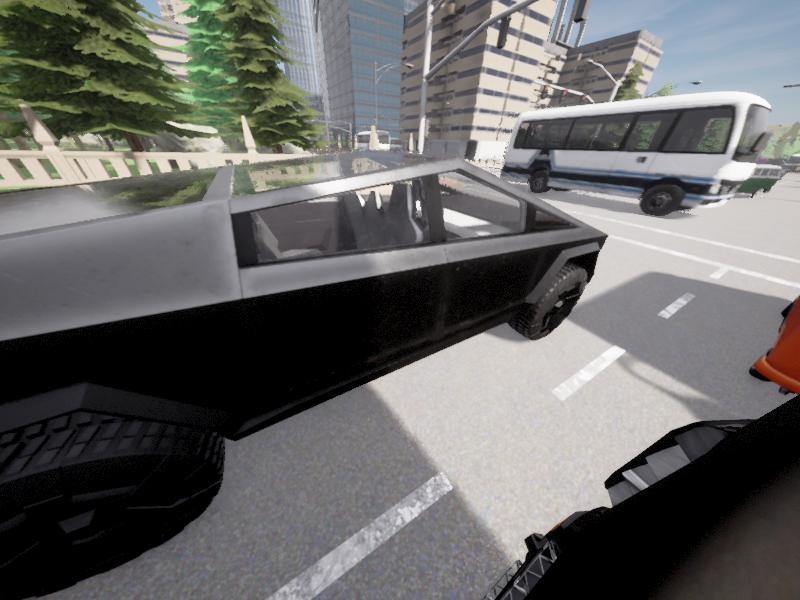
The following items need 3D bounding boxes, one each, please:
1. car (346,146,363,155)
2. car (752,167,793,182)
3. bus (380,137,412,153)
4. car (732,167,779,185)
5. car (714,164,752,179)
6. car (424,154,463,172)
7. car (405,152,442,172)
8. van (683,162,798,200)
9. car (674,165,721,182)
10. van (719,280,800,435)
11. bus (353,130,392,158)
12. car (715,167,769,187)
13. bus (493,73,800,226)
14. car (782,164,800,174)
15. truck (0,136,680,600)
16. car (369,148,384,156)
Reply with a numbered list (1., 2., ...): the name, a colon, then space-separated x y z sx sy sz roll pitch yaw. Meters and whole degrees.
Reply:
1. car: -10.905 -35.809 55.332 2.128 1.511 4.902 -16 38 -26
2. car: 52.577 -17.763 32.578 4.902 1.511 2.128 -16 38 -26
3. bus: -1.463 -53.772 80.246 10.273 4.253 3.944 -16 38 -25
4. car: 41.771 -14.629 27.157 4.514 1.525 2.007 -16 38 -26
5. car: 49.518 -19.169 34.372 4.856 1.649 2.033 -16 38 -26
6. car: 4.963 -16.093 26.969 1.812 1.442 4.674 -16 39 -26
7. car: 2.403 -14.818 24.744 1.851 1.617 3.988 -16 38 -26
8. van: 23.083 -8.172 15.844 4.442 1.987 1.775 -1 34 -5
9. car: 34.902 -14.878 27.078 4.974 1.542 2.038 -16 38 -26
10. van: 5.952 0.091 2.345 4.442 1.987 1.775 -16 38 -25
11. bus: -5.848 -31.831 47.249 3.944 4.253 10.273 -16 38 -26
12. car: 35.728 -12.875 24.128 4.974 1.542 2.038 -16 38 -26
13. bus: 10.751 -7.567 12.085 3.944 4.253 10.273 -15 37 -24
14. car: 94.761 -30.633 54.303 4.605 1.855 1.932 9 34 10
15. truck: -0.431 -0.351 2.480 6.274 2.098 2.390 -16 38 -26
16. car: -5.471 -34.278 53.437 1.816 1.474 4.193 -16 38 -26
